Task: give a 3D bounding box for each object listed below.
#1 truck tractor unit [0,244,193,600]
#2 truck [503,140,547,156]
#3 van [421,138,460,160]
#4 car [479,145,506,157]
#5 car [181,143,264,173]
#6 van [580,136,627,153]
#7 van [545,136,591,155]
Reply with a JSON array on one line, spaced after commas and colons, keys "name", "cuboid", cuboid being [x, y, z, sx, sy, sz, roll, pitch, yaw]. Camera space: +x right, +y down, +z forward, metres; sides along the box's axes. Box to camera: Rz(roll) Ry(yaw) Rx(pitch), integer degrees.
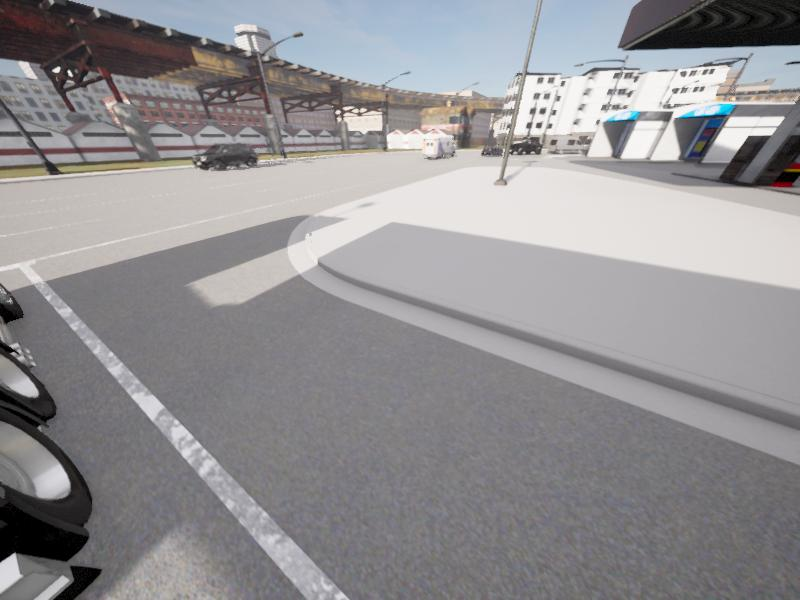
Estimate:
[{"name": "truck tractor unit", "cuboid": [-5.074, -0.336, 0.825, 6.516, 4.208, 3.053, 20, 40, 26]}, {"name": "truck", "cuboid": [20.459, -24.973, 37.863, 6.274, 2.098, 2.390, -15, 38, -20]}, {"name": "van", "cuboid": [5.686, -21.245, 32.338, 2.351, 2.431, 6.366, 24, 41, 30]}, {"name": "car", "cuboid": [14.069, -22.654, 35.082, 3.633, 1.501, 1.845, -24, 41, -30]}, {"name": "car", "cuboid": [-15.929, -13.188, 21.276, 2.150, 2.045, 5.566, 11, 36, 16]}, {"name": "van", "cuboid": [37.113, -28.447, 42.335, 5.915, 2.561, 1.988, 2, 35, 3]}, {"name": "van", "cuboid": [28.595, -26.340, 39.376, 5.915, 2.561, 1.988, -6, 35, -8]}]
